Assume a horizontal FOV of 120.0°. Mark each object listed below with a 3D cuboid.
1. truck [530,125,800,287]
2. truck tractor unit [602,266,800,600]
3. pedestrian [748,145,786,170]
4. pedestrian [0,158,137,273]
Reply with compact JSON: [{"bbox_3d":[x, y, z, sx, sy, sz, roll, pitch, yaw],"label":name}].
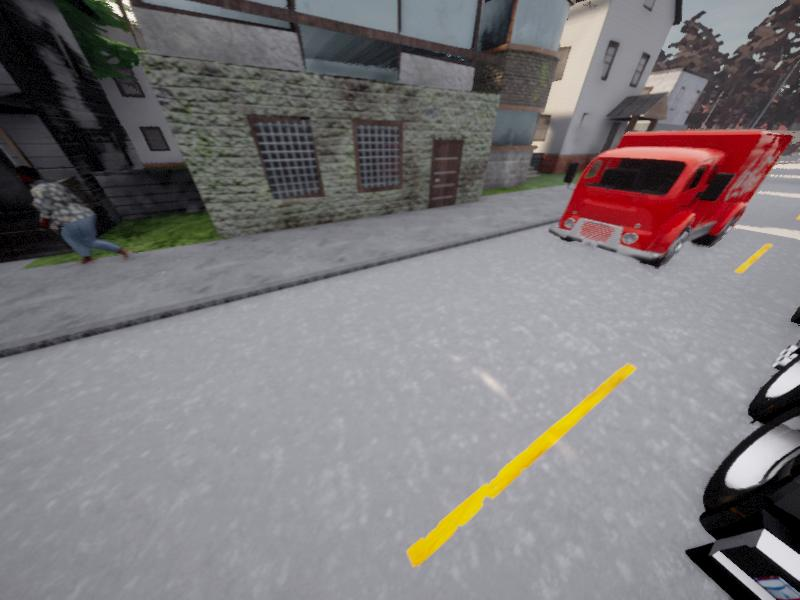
[{"bbox_3d":[6.440,-2.646,5.702,5.204,2.467,2.627,-18,39,-24],"label":"truck"},{"bbox_3d":[5.111,-0.300,0.780,6.516,4.208,3.053,-18,39,-24],"label":"truck tractor unit"},{"bbox_3d":[33.089,-12.852,20.854,0.751,1.860,0.751,-3,35,-5],"label":"pedestrian"},{"bbox_3d":[-6.240,-1.577,4.391,0.751,1.860,0.751,-17,38,-23],"label":"pedestrian"}]
